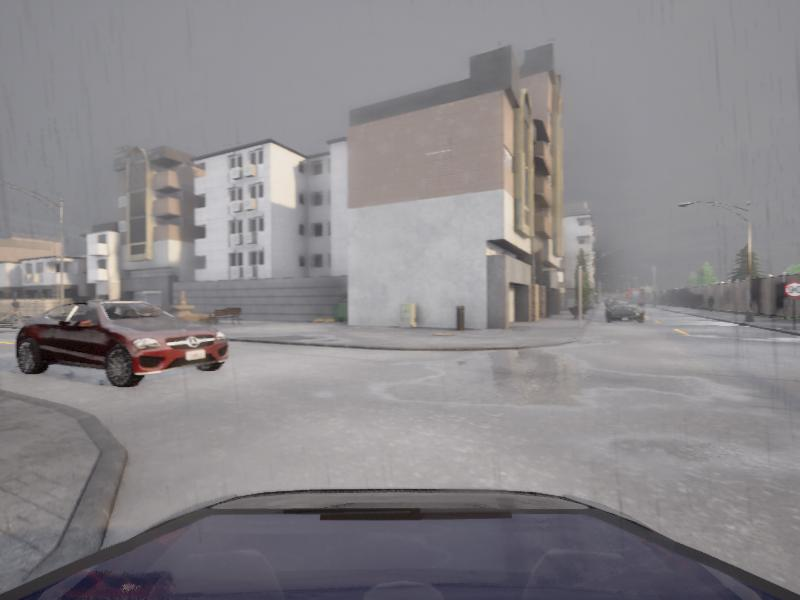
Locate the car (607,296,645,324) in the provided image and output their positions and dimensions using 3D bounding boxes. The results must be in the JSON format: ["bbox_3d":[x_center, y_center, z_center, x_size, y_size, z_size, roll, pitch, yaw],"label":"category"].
[{"bbox_3d":[15.322,0.614,27.351,2.097,1.767,4.553,0,0,27],"label":"car"}]

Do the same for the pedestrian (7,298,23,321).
[{"bbox_3d":[-31.645,0.742,32.878,0.751,1.860,0.751,0,0,26],"label":"pedestrian"}]

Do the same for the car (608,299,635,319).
[{"bbox_3d":[18.563,0.704,33.687,1.801,1.575,5.366,0,0,27],"label":"car"}]

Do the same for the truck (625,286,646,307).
[{"bbox_3d":[45.099,-0.565,76.778,2.891,3.827,8.468,0,0,27],"label":"truck"}]

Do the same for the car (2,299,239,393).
[{"bbox_3d":[-6.352,0.824,9.045,5.027,1.651,2.152,0,0,25],"label":"car"}]

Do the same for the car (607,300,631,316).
[{"bbox_3d":[21.712,0.739,39.836,1.970,1.475,3.806,0,0,27],"label":"car"}]

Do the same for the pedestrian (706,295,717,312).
[{"bbox_3d":[33.617,0.347,43.198,0.751,1.860,0.751,0,0,26],"label":"pedestrian"}]
